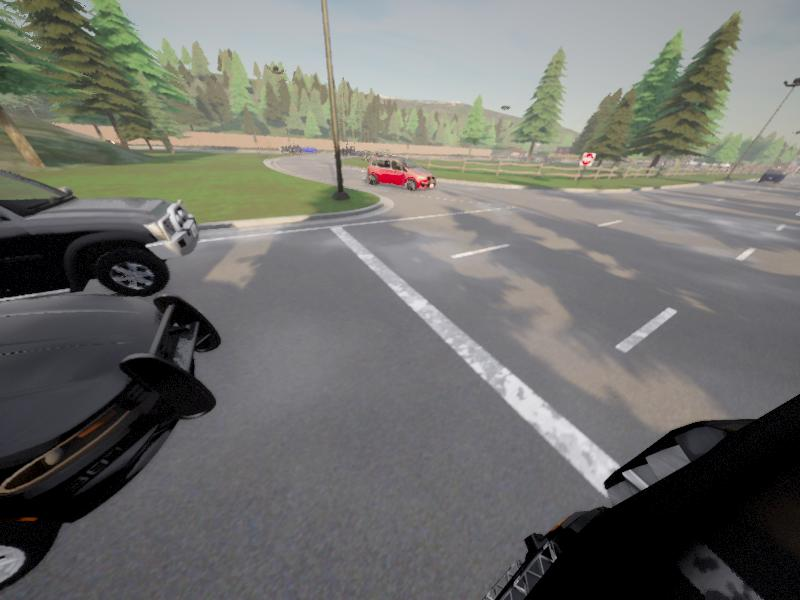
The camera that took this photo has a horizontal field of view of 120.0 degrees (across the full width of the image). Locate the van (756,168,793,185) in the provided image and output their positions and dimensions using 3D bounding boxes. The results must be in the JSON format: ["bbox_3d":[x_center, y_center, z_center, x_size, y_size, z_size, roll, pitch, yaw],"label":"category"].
[{"bbox_3d":[55.762,-18.456,34.388,4.442,1.987,1.775,-16,38,-26],"label":"van"}]

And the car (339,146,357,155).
[{"bbox_3d":[-13.016,-37.699,58.247,3.866,1.878,1.905,-16,38,-26],"label":"car"}]

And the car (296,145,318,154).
[{"bbox_3d":[-22.784,-36.966,56.758,4.514,1.525,2.007,-16,38,-26],"label":"car"}]

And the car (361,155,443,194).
[{"bbox_3d":[0.062,-8.116,14.730,4.611,1.667,2.242,23,39,27],"label":"car"}]

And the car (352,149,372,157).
[{"bbox_3d":[-8.820,-34.225,53.772,4.181,1.385,1.994,-16,38,-26],"label":"car"}]

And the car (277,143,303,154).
[{"bbox_3d":[-23.534,-32.454,49.496,4.605,1.855,1.932,-16,38,-26],"label":"car"}]

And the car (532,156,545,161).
[{"bbox_3d":[53.222,-54.293,88.774,3.988,1.617,1.851,-16,38,-26],"label":"car"}]

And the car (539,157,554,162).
[{"bbox_3d":[54.606,-52.403,86.135,5.357,1.411,2.033,-16,38,-26],"label":"car"}]

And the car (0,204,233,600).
[{"bbox_3d":[-3.999,0.889,0.831,5.238,1.638,1.930,-16,38,-26],"label":"car"}]

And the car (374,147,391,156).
[{"bbox_3d":[-4.939,-42.250,65.746,4.605,1.855,1.932,-16,38,-26],"label":"car"}]

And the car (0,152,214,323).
[{"bbox_3d":[-5.833,-0.918,3.207,4.605,1.855,1.932,-16,38,-26],"label":"car"}]
